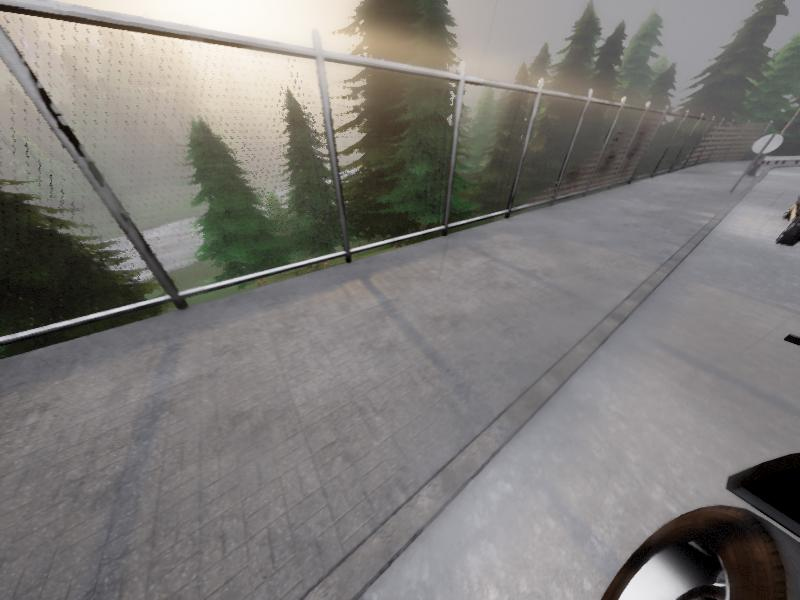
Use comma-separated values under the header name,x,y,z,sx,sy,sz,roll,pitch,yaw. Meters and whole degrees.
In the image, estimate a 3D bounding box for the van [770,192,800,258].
name,x,y,z,sx,sy,sz,roll,pitch,yaw
van,11.753,-2.690,5.460,5.915,2.561,1.988,-22,41,-28
